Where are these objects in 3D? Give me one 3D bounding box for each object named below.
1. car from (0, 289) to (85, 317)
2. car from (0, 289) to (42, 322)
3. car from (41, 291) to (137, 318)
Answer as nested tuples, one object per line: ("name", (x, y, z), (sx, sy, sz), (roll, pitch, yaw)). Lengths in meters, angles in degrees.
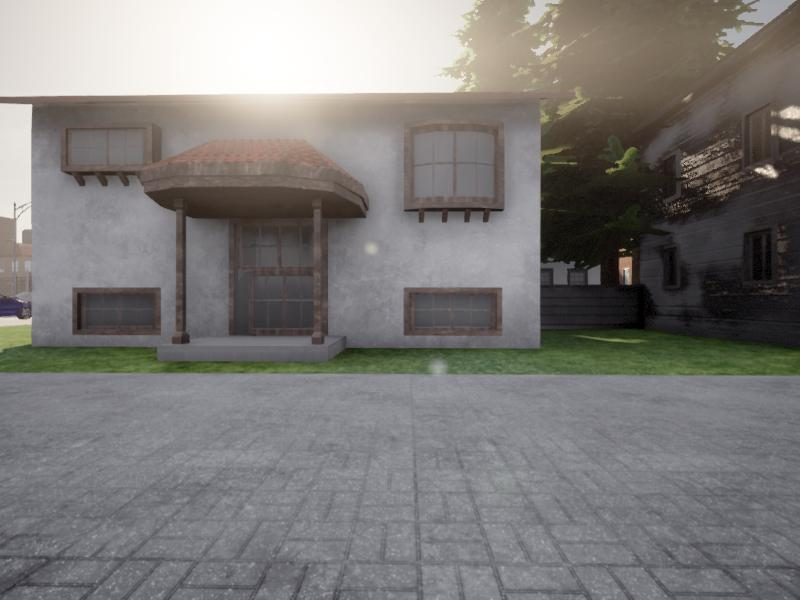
("car", (-23.021, 0.175, 25.419), (2.033, 1.649, 4.856), (0, 0, 2))
("car", (-19.217, 0.252, 18.345), (1.816, 1.474, 4.193), (0, 0, 1))
("car", (-19.063, 0.249, 24.882), (2.163, 1.488, 4.792), (0, 0, 1))
